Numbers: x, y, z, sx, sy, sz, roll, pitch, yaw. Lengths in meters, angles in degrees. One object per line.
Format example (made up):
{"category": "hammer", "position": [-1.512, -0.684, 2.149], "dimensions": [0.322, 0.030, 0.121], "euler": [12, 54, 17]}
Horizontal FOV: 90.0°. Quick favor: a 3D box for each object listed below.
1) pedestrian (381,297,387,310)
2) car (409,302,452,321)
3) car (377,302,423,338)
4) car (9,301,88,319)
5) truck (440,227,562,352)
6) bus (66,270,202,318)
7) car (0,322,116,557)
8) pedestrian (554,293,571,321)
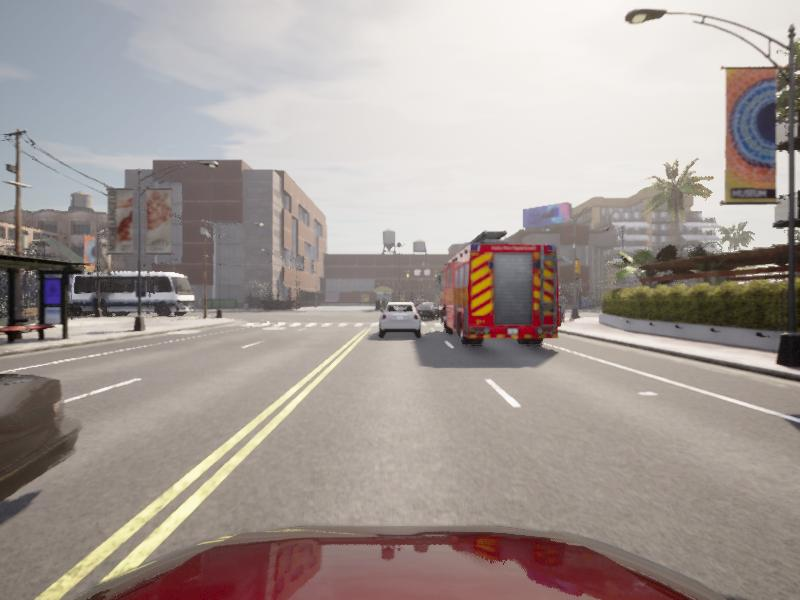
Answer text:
{"category": "pedestrian", "position": [-2.119, 0.470, 53.850], "dimensions": [0.751, 1.860, 0.751], "euler": [0, 0, -2]}
{"category": "car", "position": [2.553, 0.898, 32.538], "dimensions": [1.994, 1.385, 4.181], "euler": [0, 0, 28]}
{"category": "car", "position": [0.007, 0.848, 18.721], "dimensions": [1.970, 1.475, 3.806], "euler": [0, 0, 0]}
{"category": "car", "position": [-30.454, 0.813, 34.764], "dimensions": [5.008, 1.535, 2.097], "euler": [0, 0, 0]}
{"category": "truck", "position": [3.504, -0.326, 16.459], "dimensions": [2.891, 3.827, 8.468], "euler": [0, 0, 0]}
{"category": "bus", "position": [-24.839, -0.544, 37.788], "dimensions": [10.273, 4.253, 3.944], "euler": [0, 0, 1]}
{"category": "car", "position": [-3.502, 0.895, 0.824], "dimensions": [2.033, 1.411, 5.357], "euler": [0, 0, 0]}
{"category": "pedestrian", "position": [10.932, 0.477, 26.983], "dimensions": [0.751, 1.860, 0.751], "euler": [0, 0, -18]}
